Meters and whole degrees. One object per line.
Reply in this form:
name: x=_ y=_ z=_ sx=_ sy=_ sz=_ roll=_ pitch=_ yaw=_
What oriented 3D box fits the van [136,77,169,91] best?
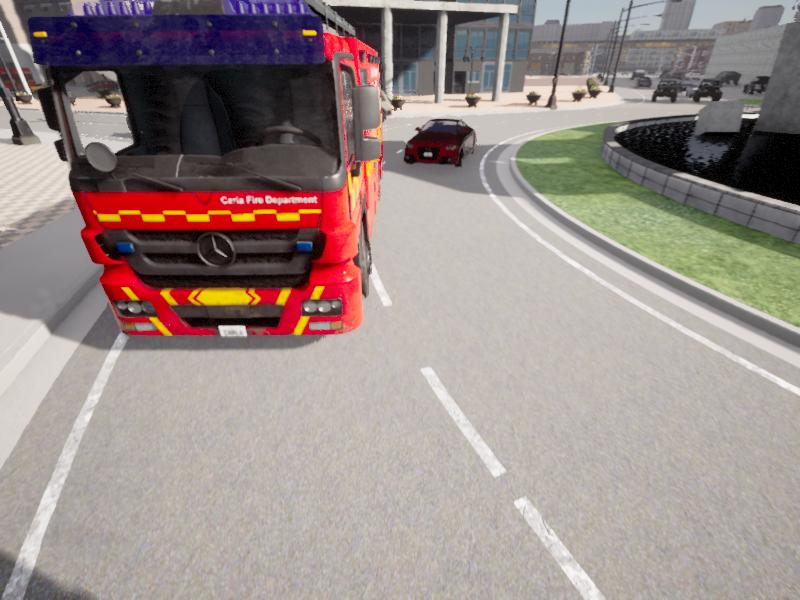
van: x=-43.414 y=-38.019 z=70.334 sx=1.775 sy=1.987 sz=4.442 roll=11 pitch=31 yaw=18

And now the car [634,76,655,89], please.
car: x=36.671 y=-32.686 z=60.125 sx=1.837 sy=1.490 sz=4.892 roll=11 pitch=32 yaw=19

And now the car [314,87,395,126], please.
car: x=-2.764 y=-11.868 z=24.469 sx=4.605 sy=1.855 sz=1.932 roll=-7 pitch=31 yaw=-12

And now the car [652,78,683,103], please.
car: x=25.247 y=-19.874 z=37.914 sx=1.905 sy=1.878 sz=3.866 roll=15 pitch=34 yaw=24

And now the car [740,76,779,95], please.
car: x=41.762 y=-25.005 z=46.551 sx=1.905 sy=1.878 sz=3.866 roll=11 pitch=32 yaw=18

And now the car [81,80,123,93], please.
car: x=-46.701 y=-33.568 z=62.817 sx=2.033 sy=1.649 sz=4.856 roll=11 pitch=31 yaw=18

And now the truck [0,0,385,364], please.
truck: x=-1.898 y=-3.034 z=7.425 sx=2.891 sy=3.827 sz=8.468 roll=0 pitch=30 yaw=0

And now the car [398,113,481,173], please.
car: x=1.574 y=-5.920 z=14.764 sx=1.994 sy=1.385 sz=4.181 roll=10 pitch=32 yaw=16

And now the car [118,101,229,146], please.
car: x=-10.903 y=-8.587 z=19.271 sx=4.974 sy=1.542 sz=2.038 roll=17 pitch=34 yaw=27

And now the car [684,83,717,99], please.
car: x=31.934 y=-22.338 z=42.663 sx=1.895 sy=1.301 sz=4.718 roll=13 pitch=33 yaw=22

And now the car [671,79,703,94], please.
car: x=35.407 y=-26.402 z=49.487 sx=2.033 sy=1.411 sz=5.357 roll=11 pitch=32 yaw=19

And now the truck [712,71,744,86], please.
truck: x=55.568 y=-37.700 z=67.938 sx=2.390 sy=2.098 sz=6.274 roll=11 pitch=32 yaw=19

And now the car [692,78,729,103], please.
car: x=28.900 y=-19.589 z=37.396 sx=1.905 sy=1.878 sz=3.866 roll=15 pitch=34 yaw=24

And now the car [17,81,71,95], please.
car: x=-49.661 y=-29.658 z=55.982 sx=1.801 sy=1.575 sz=5.366 roll=11 pitch=31 yaw=18
